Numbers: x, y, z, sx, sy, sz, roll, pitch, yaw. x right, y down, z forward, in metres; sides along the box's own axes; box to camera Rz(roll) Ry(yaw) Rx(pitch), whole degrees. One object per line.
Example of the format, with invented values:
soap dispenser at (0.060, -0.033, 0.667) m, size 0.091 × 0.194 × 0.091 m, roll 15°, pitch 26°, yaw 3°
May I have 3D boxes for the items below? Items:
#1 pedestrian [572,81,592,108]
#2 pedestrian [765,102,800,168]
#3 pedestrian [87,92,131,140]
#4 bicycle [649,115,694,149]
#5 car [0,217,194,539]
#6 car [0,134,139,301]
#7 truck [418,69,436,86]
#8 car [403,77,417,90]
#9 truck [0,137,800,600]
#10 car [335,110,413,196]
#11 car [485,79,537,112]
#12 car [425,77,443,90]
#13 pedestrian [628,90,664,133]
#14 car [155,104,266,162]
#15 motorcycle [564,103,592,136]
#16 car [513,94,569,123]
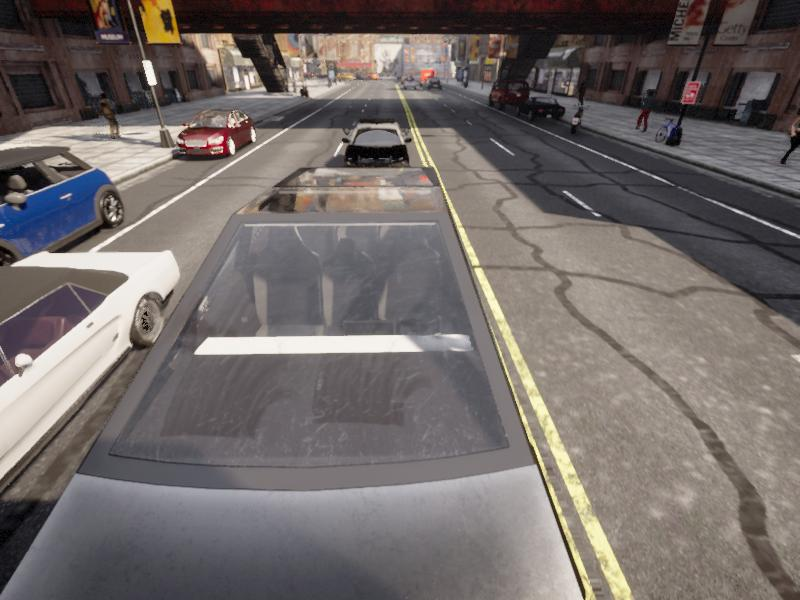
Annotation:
pedestrian at (14.162, -16.033, 31.199) m, size 0.751 × 1.860 × 0.751 m, roll -5°, pitch 31°, yaw -8°
pedestrian at (12.864, -5.314, 12.895) m, size 0.751 × 1.860 × 0.751 m, roll 1°, pitch 30°, yaw 2°
pedestrian at (-12.735, -8.077, 17.565) m, size 0.751 × 1.860 × 0.751 m, roll 1°, pitch 30°, yaw 1°
bicycle at (11.202, -6.976, 16.581) m, size 0.373 × 1.024 × 1.643 m, roll 8°, pitch 30°, yaw -7°
car at (-3.939, 0.671, 3.554) m, size 1.895 × 1.301 × 4.718 m, roll -1°, pitch 30°, yaw -1°
car at (-7.083, -1.548, 6.849) m, size 2.185 × 1.767 × 4.553 m, roll -1°, pitch 30°, yaw -2°
truck at (4.660, -38.852, 69.886) m, size 2.627 × 2.467 × 5.204 m, roll -1°, pitch 30°, yaw -1°
car at (1.450, -32.957, 60.747) m, size 1.851 × 1.617 × 3.988 m, roll -1°, pitch 30°, yaw -1°
truck at (-0.442, 0.043, 3.837) m, size 2.390 × 2.098 × 6.274 m, roll -1°, pitch 30°, yaw -1°
car at (-0.708, -4.816, 12.586) m, size 1.930 × 1.638 × 5.238 m, roll -1°, pitch 30°, yaw -1°
car at (8.866, -16.717, 32.530) m, size 2.435 × 2.045 × 5.566 m, roll -1°, pitch 30°, yaw -2°
car at (4.996, -32.093, 59.220) m, size 2.038 × 1.542 × 4.974 m, roll -1°, pitch 30°, yaw -1°
pedestrian at (12.051, -9.270, 19.648) m, size 0.751 × 1.860 × 0.751 m, roll -1°, pitch 30°, yaw -2°
car at (-7.330, -6.883, 16.209) m, size 2.231 × 1.521 × 4.892 m, roll -1°, pitch 30°, yaw -2°
motorcycle at (9.215, -9.356, 20.669) m, size 0.764 × 1.277 × 2.356 m, roll 15°, pitch 34°, yaw 24°
car at (9.103, -12.665, 26.336) m, size 1.895 × 1.301 × 4.718 m, roll -1°, pitch 30°, yaw -2°
